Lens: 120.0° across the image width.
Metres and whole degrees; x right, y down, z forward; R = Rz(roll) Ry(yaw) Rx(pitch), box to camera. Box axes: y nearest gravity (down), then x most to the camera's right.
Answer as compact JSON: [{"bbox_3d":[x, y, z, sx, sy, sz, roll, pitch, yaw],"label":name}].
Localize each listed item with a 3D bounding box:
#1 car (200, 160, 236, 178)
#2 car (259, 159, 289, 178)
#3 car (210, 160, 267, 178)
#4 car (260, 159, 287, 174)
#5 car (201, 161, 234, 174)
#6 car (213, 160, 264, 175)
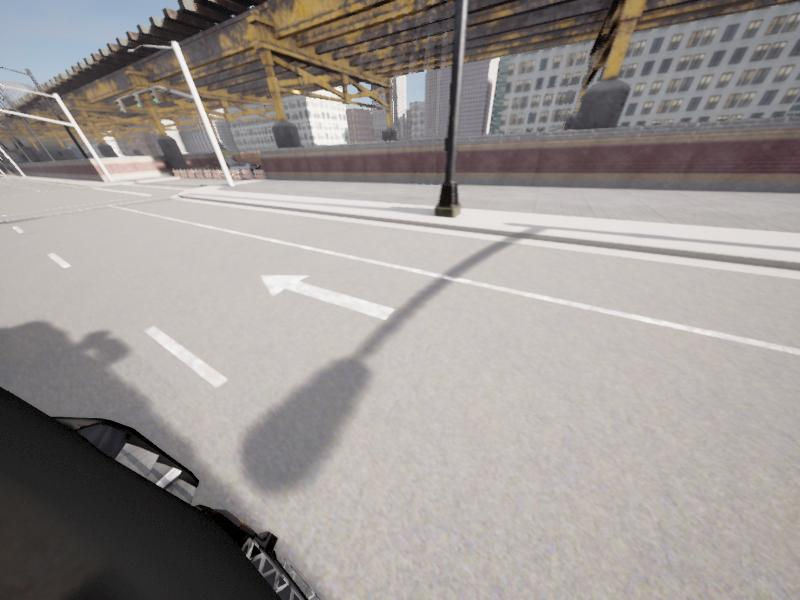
[{"bbox_3d":[-23.274,-16.960,29.804,2.038,1.542,4.974,-11,34,-12],"label":"car"},{"bbox_3d":[-14.229,-14.916,26.043,2.038,1.542,4.974,-21,37,-25],"label":"car"},{"bbox_3d":[-19.273,-15.837,27.811,4.974,1.542,2.038,-6,34,-4],"label":"car"},{"bbox_3d":[-14.263,-15.070,25.993,1.853,1.218,4.536,-21,37,-25],"label":"car"},{"bbox_3d":[-23.296,-17.118,29.758,1.853,1.218,4.536,-11,34,-12],"label":"car"},{"bbox_3d":[-19.229,-15.974,27.728,4.536,1.218,1.853,-6,34,-4],"label":"car"}]
